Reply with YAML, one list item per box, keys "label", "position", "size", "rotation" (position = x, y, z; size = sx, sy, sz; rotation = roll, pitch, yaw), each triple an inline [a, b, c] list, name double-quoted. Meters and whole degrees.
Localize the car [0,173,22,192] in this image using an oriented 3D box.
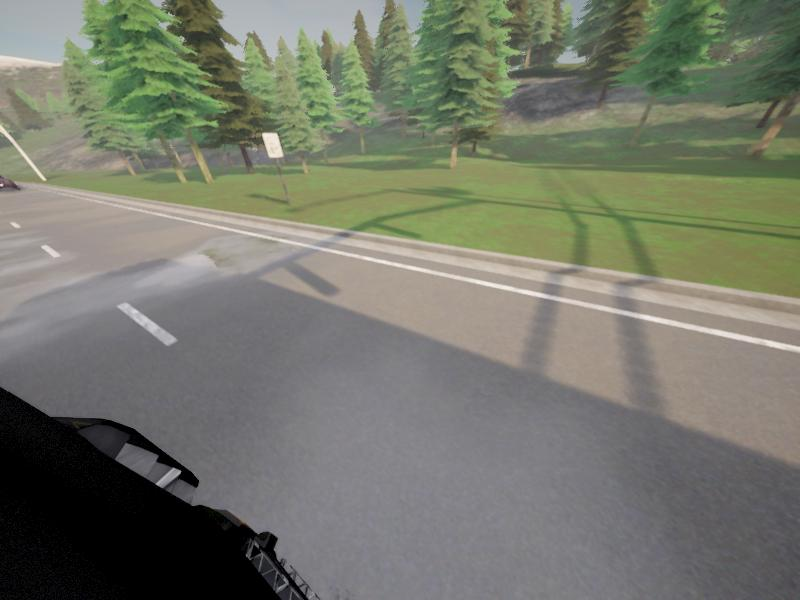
- label: "car"
  position: [-40.651, -11.844, 23.287]
  size: [4.193, 1.474, 1.816]
  rotation: [15, 38, 25]
